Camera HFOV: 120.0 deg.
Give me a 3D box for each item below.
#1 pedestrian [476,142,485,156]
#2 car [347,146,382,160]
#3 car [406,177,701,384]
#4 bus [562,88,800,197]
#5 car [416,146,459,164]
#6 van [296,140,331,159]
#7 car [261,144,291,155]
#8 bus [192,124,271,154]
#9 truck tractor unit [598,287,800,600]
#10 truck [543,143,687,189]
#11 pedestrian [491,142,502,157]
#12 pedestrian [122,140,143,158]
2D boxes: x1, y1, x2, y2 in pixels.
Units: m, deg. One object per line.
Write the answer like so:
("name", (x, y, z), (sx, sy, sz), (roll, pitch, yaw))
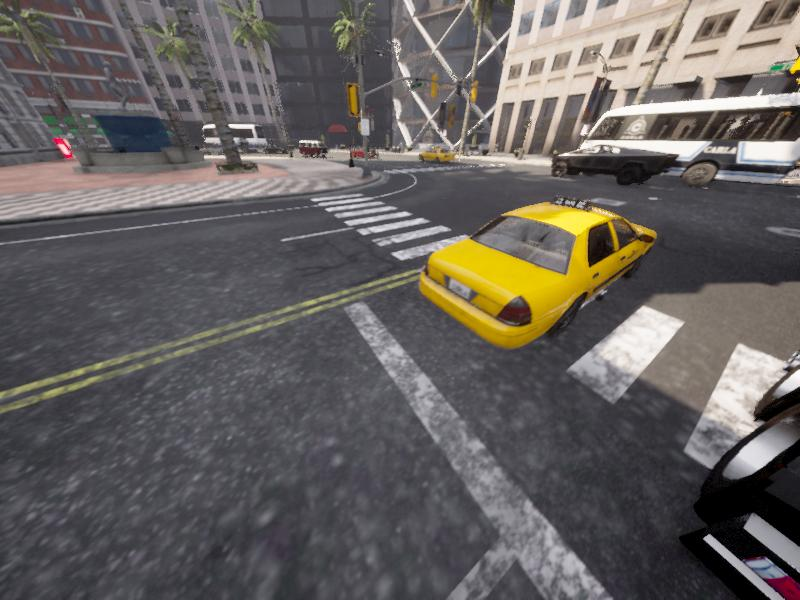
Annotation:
("pedestrian", (12.329, -23.068, 35.311), (0.751, 1.860, 0.751), (-4, 35, -6))
("car", (-5.074, -20.778, 32.498), (4.792, 1.488, 2.163), (27, 43, 33))
("car", (2.831, -0.977, 4.046), (5.366, 1.575, 1.801), (-21, 40, -28))
("bus", (17.529, -10.013, 14.828), (3.944, 4.253, 10.273), (-20, 40, -26))
("car", (4.315, -17.354, 27.583), (1.801, 1.575, 5.366), (-20, 40, -27))
("van", (-12.485, -21.818, 33.426), (4.480, 2.038, 2.069), (19, 38, 24))
("car", (-20.972, -25.587, 39.259), (3.806, 1.475, 1.970), (7, 35, 9))
("bus", (-30.138, -29.248, 42.002), (10.273, 4.253, 3.944), (1, 34, 0))
("truck tractor unit", (5.150, -0.259, 0.722), (6.516, 4.208, 3.053), (-17, 38, -22))
("truck", (13.604, -9.094, 15.353), (2.390, 2.098, 6.274), (-19, 39, -26))
("pedestrian", (14.050, -21.820, 33.534), (0.751, 1.860, 0.751), (-21, 40, -27))
("pedestrian", (-33.596, -18.985, 29.014), (0.751, 1.860, 0.751), (-1, 35, -1))
